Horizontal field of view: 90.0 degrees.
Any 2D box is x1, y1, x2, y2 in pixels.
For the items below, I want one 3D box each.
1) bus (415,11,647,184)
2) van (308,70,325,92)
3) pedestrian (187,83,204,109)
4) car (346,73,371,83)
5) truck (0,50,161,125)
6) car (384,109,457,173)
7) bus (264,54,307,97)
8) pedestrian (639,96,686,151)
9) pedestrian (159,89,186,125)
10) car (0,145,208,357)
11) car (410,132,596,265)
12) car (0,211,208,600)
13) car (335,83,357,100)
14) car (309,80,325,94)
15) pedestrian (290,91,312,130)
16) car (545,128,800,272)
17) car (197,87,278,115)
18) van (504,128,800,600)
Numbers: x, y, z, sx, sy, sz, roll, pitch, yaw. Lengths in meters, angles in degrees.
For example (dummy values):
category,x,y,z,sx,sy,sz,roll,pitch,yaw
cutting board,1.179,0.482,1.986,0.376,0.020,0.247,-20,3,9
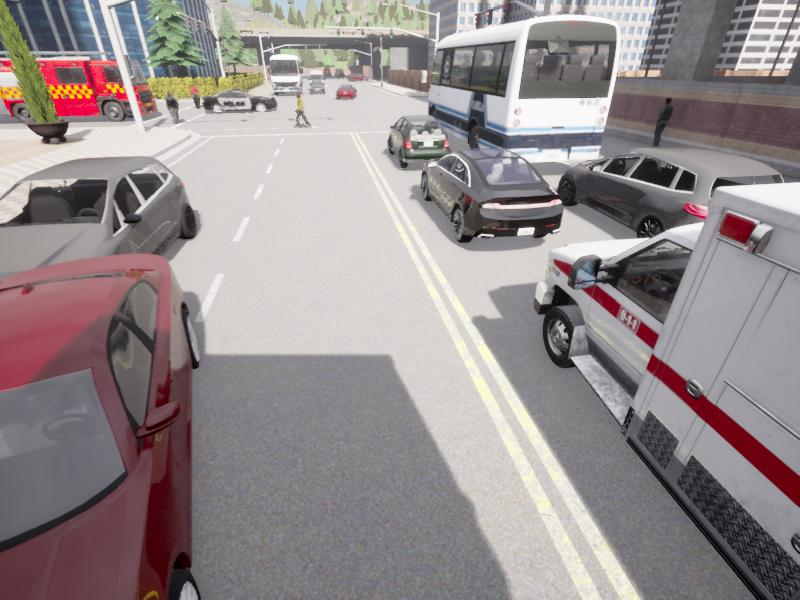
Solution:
category,x,y,z,sx,sy,sz,roll,pitch,yaw
bus,3.656,-8.100,15.667,3.944,4.253,10.273,-5,31,-9
van,-12.117,-31.904,58.130,1.988,2.561,5.915,-5,31,-9
pedestrian,-16.860,-16.858,33.003,0.751,1.860,0.751,-5,31,-9
car,-9.013,-48.390,87.186,4.856,1.649,2.033,7,32,12
truck,-20.580,-13.300,25.018,8.468,3.827,2.891,-5,31,-8
car,0.603,-5.873,14.529,1.789,1.549,3.705,-5,31,-9
bus,-13.879,-27.986,49.726,3.944,4.253,10.273,-5,31,-9
pedestrian,10.175,-6.873,15.570,0.751,1.860,0.751,-9,31,-14
pedestrian,-13.391,-11.360,23.586,0.751,1.860,0.751,-5,31,-9
car,-5.019,-1.189,6.412,2.242,1.667,4.611,-5,30,-8
car,1.771,-2.585,8.939,2.128,1.511,4.902,-5,31,-9
car,-2.643,0.919,2.916,1.882,1.535,5.008,-13,32,-21
car,-5.857,-22.734,43.581,1.994,1.385,4.181,-2,30,-3
car,-10.728,-27.584,51.816,1.812,1.442,4.674,-5,31,-9
pedestrian,-5.409,-10.351,21.848,0.751,1.860,0.751,-16,34,-25
car,5.405,-2.444,8.534,2.242,1.667,4.611,-5,31,-9
car,-12.054,-15.024,30.121,5.238,1.638,1.930,-6,31,-9
van,3.123,0.792,2.246,2.351,2.431,6.366,-5,31,-9
